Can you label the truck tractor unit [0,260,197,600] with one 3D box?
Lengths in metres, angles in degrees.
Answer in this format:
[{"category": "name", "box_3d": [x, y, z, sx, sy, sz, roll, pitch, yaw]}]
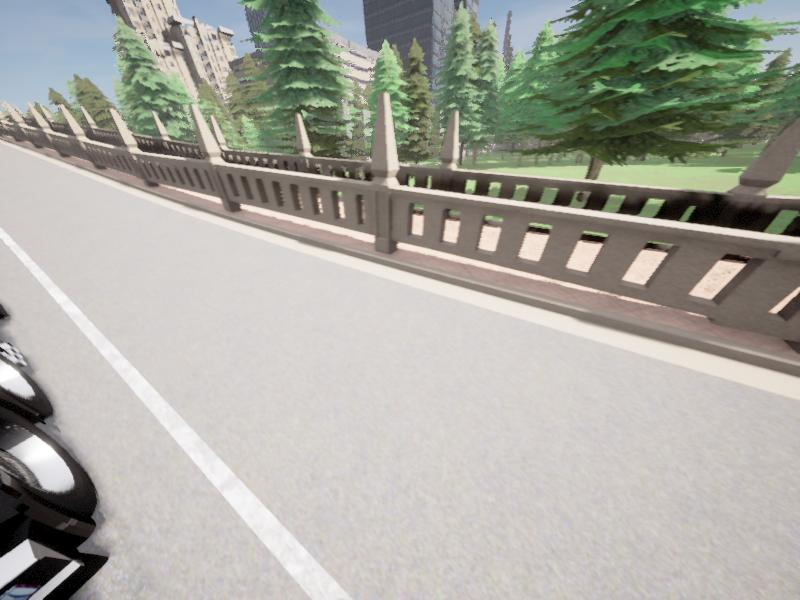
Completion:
[{"category": "truck tractor unit", "box_3d": [-5.092, -0.324, 0.765, 6.516, 4.208, 3.053, 19, 39, 24]}]
